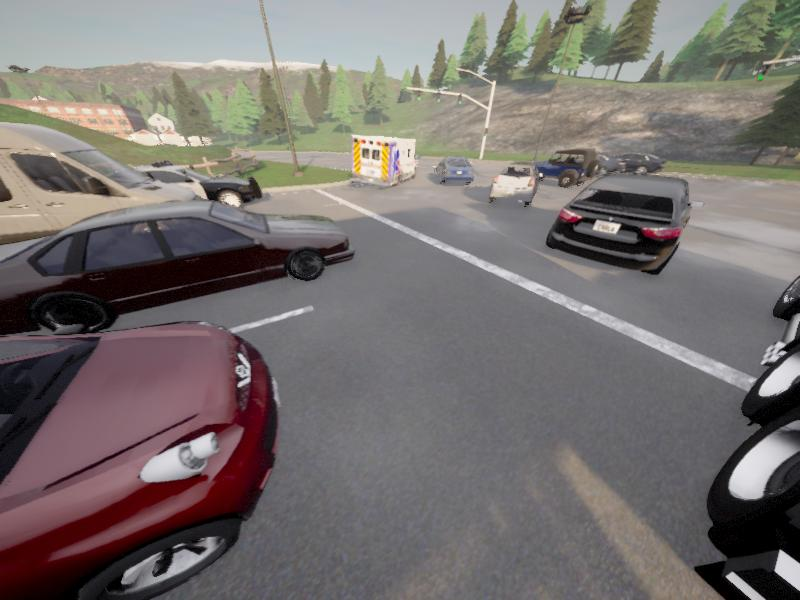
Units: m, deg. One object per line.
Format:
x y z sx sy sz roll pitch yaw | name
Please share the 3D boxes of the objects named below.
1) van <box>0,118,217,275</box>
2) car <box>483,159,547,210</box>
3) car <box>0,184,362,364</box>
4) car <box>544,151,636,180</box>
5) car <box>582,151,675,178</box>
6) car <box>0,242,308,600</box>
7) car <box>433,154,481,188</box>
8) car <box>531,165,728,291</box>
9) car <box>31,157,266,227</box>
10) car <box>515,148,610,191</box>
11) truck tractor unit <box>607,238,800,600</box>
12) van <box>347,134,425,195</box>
-8.064 -2.231 4.928 5.915 2.561 1.988 -18 39 -24 | van
5.264 -5.351 10.388 1.845 1.501 3.633 18 38 23 | car
-3.623 -0.900 4.050 5.357 1.411 2.033 -18 39 -25 | car
14.469 -10.546 17.942 2.128 1.511 4.902 -25 42 -31 | car
18.205 -11.057 18.718 1.837 1.490 4.892 -25 42 -31 | car
-2.688 1.052 1.132 3.633 1.501 1.845 -18 39 -24 | car
3.479 -8.650 15.239 2.033 1.411 5.357 2 35 2 | car
5.678 -2.192 5.732 4.611 1.667 2.242 -27 43 -33 | car
-8.148 -4.139 8.454 5.238 1.638 1.930 -18 39 -24 | car
9.435 -7.918 13.793 1.905 1.878 3.866 -24 41 -31 | car
5.065 -0.344 0.842 6.516 4.208 3.053 -20 40 -26 | truck tractor unit
-0.586 -8.651 14.400 2.351 2.431 6.366 16 38 13 | van
